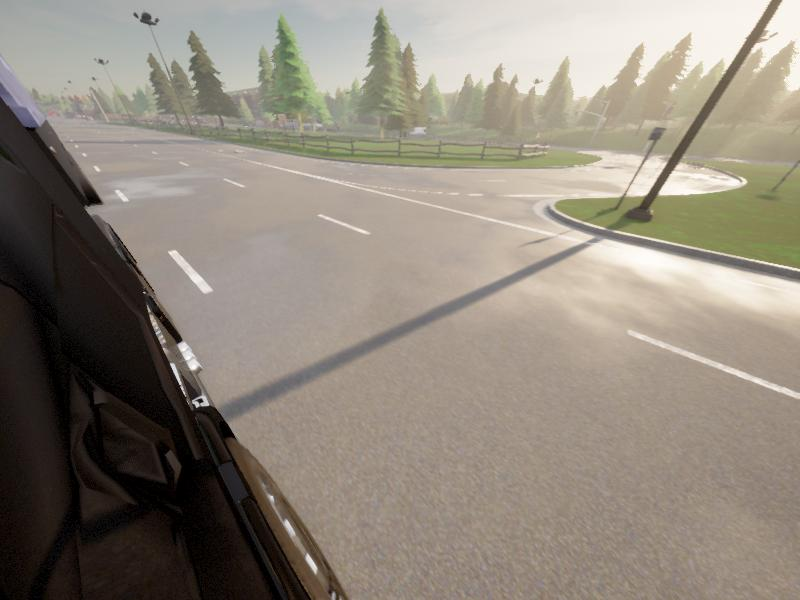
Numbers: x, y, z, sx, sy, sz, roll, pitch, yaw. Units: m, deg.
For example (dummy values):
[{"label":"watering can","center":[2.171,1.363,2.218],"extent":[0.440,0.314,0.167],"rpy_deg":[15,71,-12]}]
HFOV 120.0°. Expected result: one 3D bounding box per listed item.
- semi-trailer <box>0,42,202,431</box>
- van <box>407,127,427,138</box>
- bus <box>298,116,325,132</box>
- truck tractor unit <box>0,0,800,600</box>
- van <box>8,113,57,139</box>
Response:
[{"label":"semi-trailer","center":[-8.702,-3.591,4.240],"extent":[14.254,4.402,2.717],"rpy_deg":[28,44,30]},{"label":"van","center":[5.052,-51.325,70.664],"extent":[5.915,2.561,1.988],"rpy_deg":[28,44,30]},{"label":"bus","center":[-33.661,-67.127,88.084],"extent":[10.273,4.253,3.944],"rpy_deg":[28,44,30]},{"label":"truck tractor unit","center":[-2.645,-0.295,0.352],"extent":[6.516,4.208,3.053],"rpy_deg":[28,44,30]},{"label":"van","center":[-37.087,-17.670,23.424],"extent":[4.442,1.987,1.775],"rpy_deg":[28,44,30]}]
